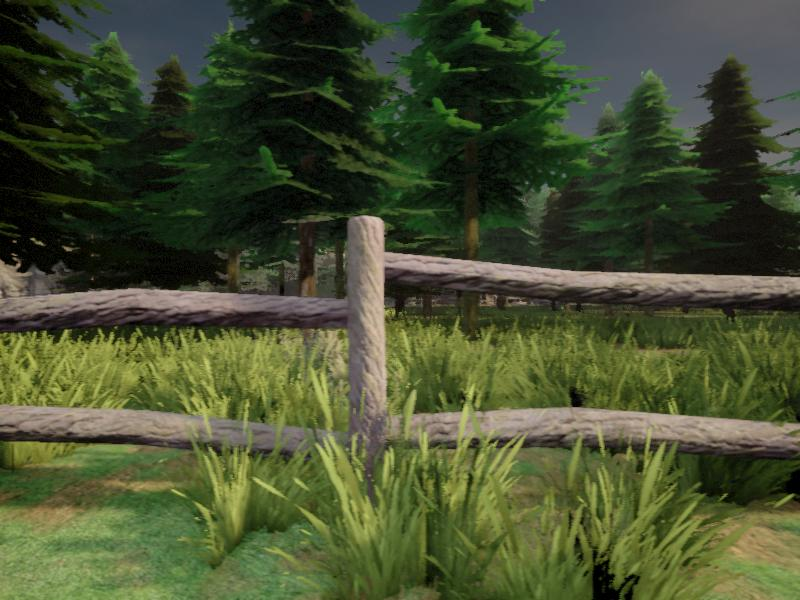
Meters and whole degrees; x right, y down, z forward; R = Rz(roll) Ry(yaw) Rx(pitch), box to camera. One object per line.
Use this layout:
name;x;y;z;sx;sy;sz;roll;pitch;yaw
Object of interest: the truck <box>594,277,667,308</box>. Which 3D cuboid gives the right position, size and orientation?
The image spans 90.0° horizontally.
truck;29.503;-0.917;51.352;8.468;3.827;2.891;0;0;-14
